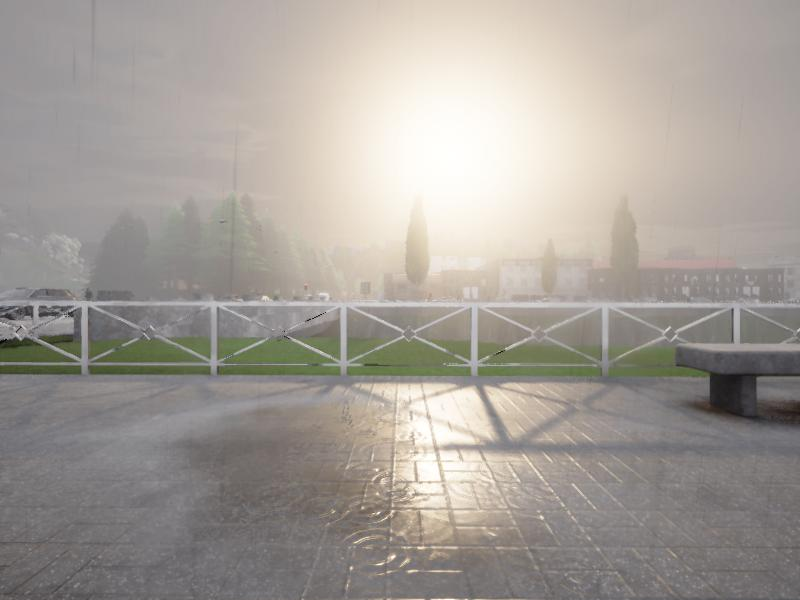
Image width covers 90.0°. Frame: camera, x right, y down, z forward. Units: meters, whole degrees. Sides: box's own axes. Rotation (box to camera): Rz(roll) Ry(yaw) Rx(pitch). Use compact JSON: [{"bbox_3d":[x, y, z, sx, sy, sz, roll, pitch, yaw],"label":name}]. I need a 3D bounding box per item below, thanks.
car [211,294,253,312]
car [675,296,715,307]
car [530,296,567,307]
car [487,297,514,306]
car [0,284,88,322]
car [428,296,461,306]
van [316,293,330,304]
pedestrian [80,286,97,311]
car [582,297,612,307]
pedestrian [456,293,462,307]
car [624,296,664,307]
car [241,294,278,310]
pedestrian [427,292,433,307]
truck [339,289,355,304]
[{"bbox_3d":[-14.363,0.224,34.520,1.816,1.474,4.193,0,0,0],"label":"car"},{"bbox_3d":[47.179,0.257,64.023,4.856,1.649,2.033,0,0,0],"label":"car"},{"bbox_3d":[23.814,0.214,64.185,5.238,1.638,1.930,0,0,0],"label":"car"},{"bbox_3d":[16.161,0.281,64.237,3.806,1.475,1.970,0,0,1],"label":"car"},{"bbox_3d":[-18.468,0.141,19.907,2.033,1.649,4.856,0,0,0],"label":"car"},{"bbox_3d":[7.100,0.191,64.299,5.027,1.651,2.152,0,0,0],"label":"car"},{"bbox_3d":[-17.929,-0.340,93.247,1.988,2.561,5.915,0,0,0],"label":"van"},{"bbox_3d":[-23.648,-0.115,30.361,0.751,1.860,0.751,0,0,-4],"label":"pedestrian"},{"bbox_3d":[31.594,0.324,64.130,3.806,1.475,1.970,0,0,0],"label":"car"},{"bbox_3d":[8.047,-0.052,54.216,0.751,1.860,0.751,0,0,4],"label":"pedestrian"},{"bbox_3d":[39.095,0.244,64.079,5.238,1.638,1.930,0,0,0],"label":"car"},{"bbox_3d":[-14.312,0.196,41.120,2.038,1.542,4.974,0,0,0],"label":"car"},{"bbox_3d":[3.900,-0.059,51.577,0.751,1.860,0.751,0,0,1],"label":"pedestrian"},{"bbox_3d":[-13.832,-0.957,104.917,2.891,3.827,8.468,0,0,0],"label":"truck"}]
